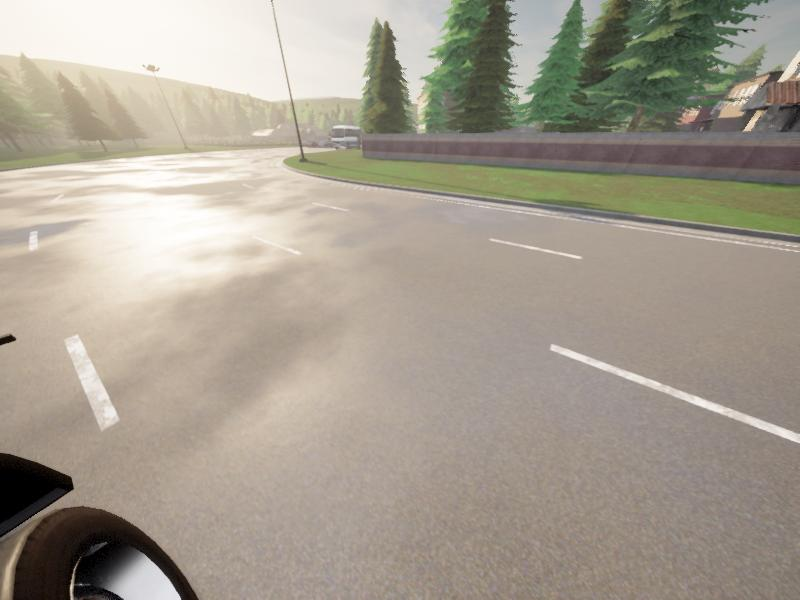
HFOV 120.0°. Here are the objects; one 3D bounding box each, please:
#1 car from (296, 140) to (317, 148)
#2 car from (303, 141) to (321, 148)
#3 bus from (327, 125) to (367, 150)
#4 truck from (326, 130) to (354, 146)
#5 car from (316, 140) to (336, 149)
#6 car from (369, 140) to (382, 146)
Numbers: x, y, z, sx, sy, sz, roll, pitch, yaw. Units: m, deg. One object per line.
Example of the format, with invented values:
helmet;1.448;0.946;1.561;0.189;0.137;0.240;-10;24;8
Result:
car;-23.745;-39.838;58.973;2.163;1.488;4.792;13;37;17
car;-21.343;-37.909;56.246;1.816;1.474;4.193;13;37;17
bus;-11.526;-36.664;52.142;3.944;4.253;10.273;11;36;14
truck;-17.524;-48.153;68.769;2.891;3.827;8.468;17;38;22
car;-17.780;-37.655;55.771;2.033;1.649;4.856;13;37;17
car;-8.057;-51.950;76.287;2.007;1.525;4.514;21;40;27
